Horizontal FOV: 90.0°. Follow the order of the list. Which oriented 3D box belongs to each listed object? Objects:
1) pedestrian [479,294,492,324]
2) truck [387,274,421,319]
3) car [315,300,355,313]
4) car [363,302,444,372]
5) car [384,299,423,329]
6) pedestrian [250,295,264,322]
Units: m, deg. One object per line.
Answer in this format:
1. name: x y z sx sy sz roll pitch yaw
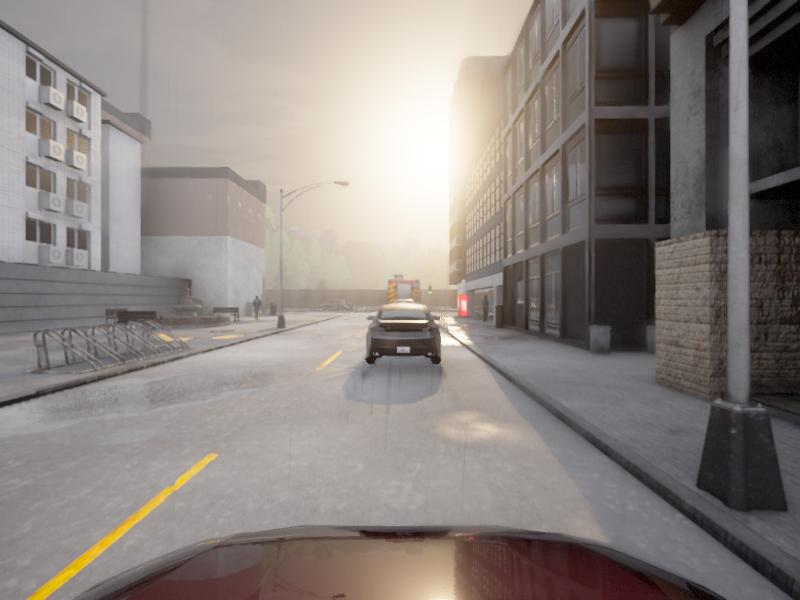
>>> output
1. pedestrian: 5.420 0.543 25.352 0.751 1.860 0.751 0 0 4
2. truck: 0.285 -0.307 38.285 2.891 3.827 8.468 0 0 -1
3. car: -8.555 0.798 52.724 4.856 1.649 2.033 0 -1 21
4. car: 0.105 0.851 11.469 1.837 1.490 4.892 0 1 1
5. car: 0.229 0.790 24.574 2.152 1.651 5.027 0 0 1
6. pedestrian: -9.825 0.558 27.526 0.751 1.860 0.751 0 0 -2
